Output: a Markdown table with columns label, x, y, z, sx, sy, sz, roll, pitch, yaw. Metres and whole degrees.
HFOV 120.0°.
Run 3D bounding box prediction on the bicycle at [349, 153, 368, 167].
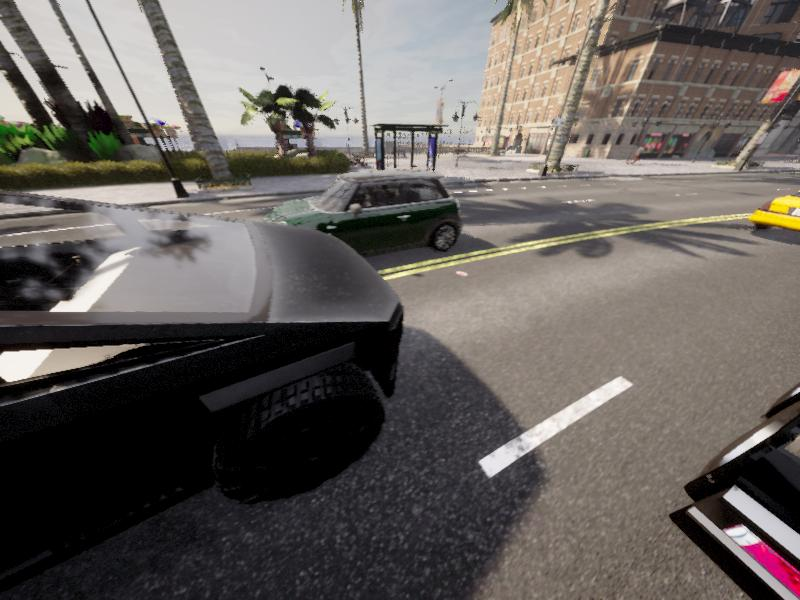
| label | x | y | z | sx | sy | sz | roll | pitch | yaw |
| --- | --- | --- | --- | --- | --- | --- | --- | --- | --- |
| bicycle | -3.813 | -12.886 | 21.256 | 1.643 | 1.024 | 0.373 | -8 | 36 | -12 |

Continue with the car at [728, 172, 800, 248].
| label | x | y | z | sx | sy | sz | roll | pitch | yaw |
| --- | --- | --- | --- | --- | --- | --- | --- | --- | --- |
| car | 12.868 | -2.643 | 6.518 | 5.366 | 1.575 | 1.801 | -9 | 36 | -13 |

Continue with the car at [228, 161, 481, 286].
| label | x | y | z | sx | sy | sz | roll | pitch | yaw |
| --- | --- | --- | --- | --- | --- | --- | --- | --- | --- |
| car | -0.817 | -2.067 | 5.371 | 4.553 | 1.767 | 2.097 | -14 | 37 | -20 |

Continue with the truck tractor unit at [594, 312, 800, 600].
| label | x | y | z | sx | sy | sz | roll | pitch | yaw |
| --- | --- | --- | --- | --- | --- | --- | --- | --- | --- |
| truck tractor unit | 5.212 | -0.184 | 0.615 | 6.516 | 4.208 | 3.053 | -14 | 37 | -19 |

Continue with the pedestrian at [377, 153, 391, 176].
| label | x | y | z | sx | sy | sz | roll | pitch | yaw |
| --- | --- | --- | --- | --- | --- | --- | --- | --- | --- |
| pedestrian | -1.105 | -9.243 | 15.764 | 0.751 | 1.300 | 0.751 | -11 | 37 | -16 |

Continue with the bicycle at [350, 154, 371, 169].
| label | x | y | z | sx | sy | sz | roll | pitch | yaw |
| --- | --- | --- | --- | --- | --- | --- | --- | --- | --- |
| bicycle | -3.325 | -11.766 | 19.657 | 1.643 | 1.024 | 0.373 | -8 | 36 | -12 |

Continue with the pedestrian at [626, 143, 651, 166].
| label | x | y | z | sx | sy | sz | roll | pitch | yaw |
| --- | --- | --- | --- | --- | --- | --- | --- | --- | --- |
| pedestrian | 23.947 | -14.626 | 23.231 | 0.751 | 1.860 | 0.751 | -7 | 36 | -11 |

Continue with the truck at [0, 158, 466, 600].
| label | x | y | z | sx | sy | sz | roll | pitch | yaw |
| --- | --- | --- | --- | --- | --- | --- | --- | --- | --- |
| truck | -3.021 | 0.650 | 1.193 | 6.274 | 2.098 | 2.390 | -18 | 39 | -24 |
